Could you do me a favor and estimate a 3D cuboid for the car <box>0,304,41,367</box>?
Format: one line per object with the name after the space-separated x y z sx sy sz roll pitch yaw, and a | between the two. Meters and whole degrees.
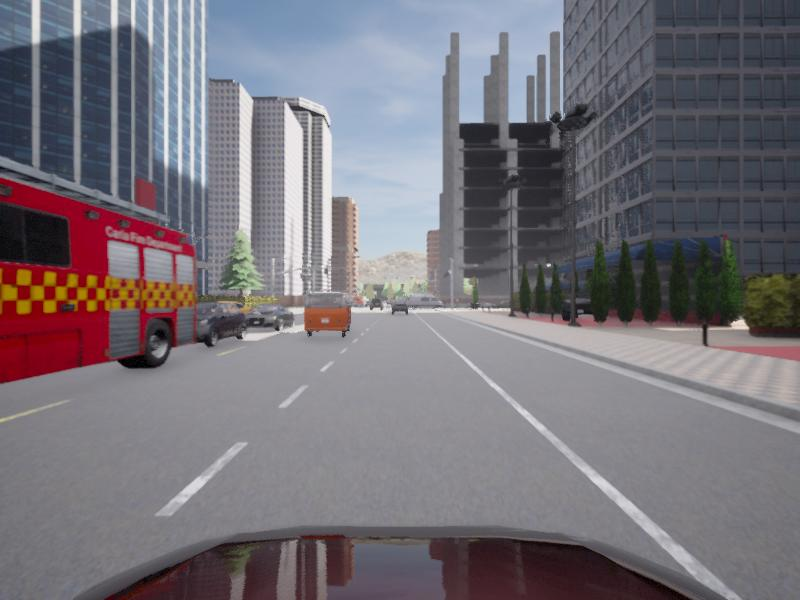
-10.499 0.854 8.689 1.970 1.475 3.806 0 0 0 | car

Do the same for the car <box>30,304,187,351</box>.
-10.503 0.896 15.144 2.033 1.411 5.357 0 0 0 | car

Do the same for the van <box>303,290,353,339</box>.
-3.185 0.600 18.488 1.775 1.987 4.442 0 0 -4 | van

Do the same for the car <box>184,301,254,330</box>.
-10.501 0.826 23.696 1.882 1.535 5.008 0 0 0 | car

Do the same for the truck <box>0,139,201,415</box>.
-7.007 -0.320 6.974 2.891 3.827 8.468 0 0 0 | truck

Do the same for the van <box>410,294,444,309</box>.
4.672 0.308 70.061 5.915 2.561 1.988 0 0 0 | van

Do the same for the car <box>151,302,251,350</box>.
-7.002 0.828 14.540 1.845 1.501 3.633 0 0 0 | car

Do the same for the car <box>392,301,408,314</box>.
-0.007 0.849 46.259 1.837 1.490 4.892 0 0 0 | car

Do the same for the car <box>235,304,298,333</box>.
-7.008 0.910 21.488 1.994 1.385 4.181 0 0 -1 | car

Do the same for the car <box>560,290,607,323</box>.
13.120 0.405 28.381 2.390 2.098 6.274 0 0 31 | car
